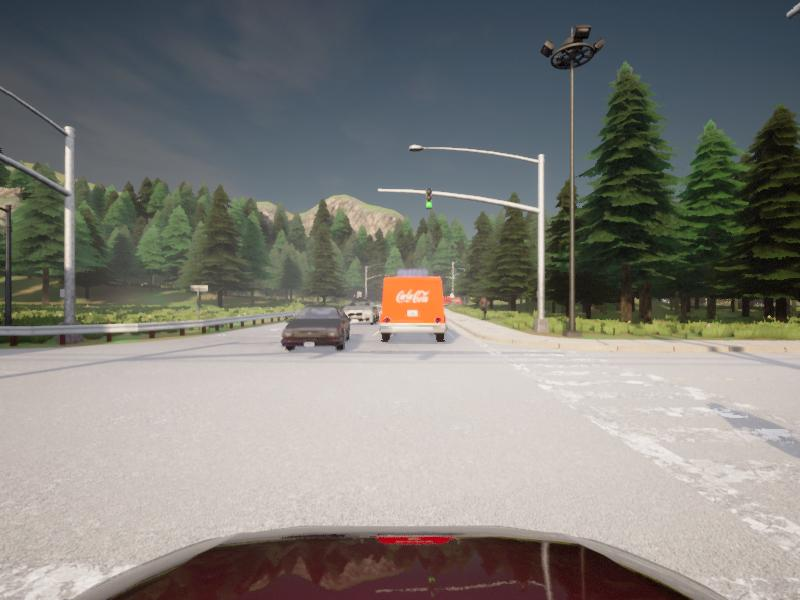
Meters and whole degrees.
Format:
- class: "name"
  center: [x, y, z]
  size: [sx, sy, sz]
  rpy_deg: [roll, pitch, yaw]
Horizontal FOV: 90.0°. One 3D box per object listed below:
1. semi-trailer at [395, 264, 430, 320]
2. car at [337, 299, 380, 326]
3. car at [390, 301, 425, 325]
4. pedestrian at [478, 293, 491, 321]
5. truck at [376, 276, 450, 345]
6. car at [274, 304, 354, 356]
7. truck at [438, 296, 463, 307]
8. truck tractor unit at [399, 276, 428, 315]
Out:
- class: "semi-trailer"
  center: [1.285, -0.617, 38.577]
  size: [2.717, 4.402, 14.254]
  rpy_deg: [0, 0, 2]
- class: "car"
  center: [-2.651, 0.758, 26.545]
  size: [2.242, 1.667, 4.611]
  rpy_deg: [0, 0, 2]
- class: "car"
  center: [0.629, 0.836, 28.352]
  size: [2.128, 1.511, 4.902]
  rpy_deg: [0, 0, 5]
- class: "pedestrian"
  center: [5.721, 0.485, 27.072]
  size: [0.751, 1.860, 0.751]
  rpy_deg: [0, 0, 3]
- class: "truck"
  center: [0.542, 0.359, 16.950]
  size: [2.627, 2.467, 5.204]
  rpy_deg: [0, 0, 2]
- class: "car"
  center: [-2.806, 0.901, 14.298]
  size: [2.033, 1.411, 5.357]
  rpy_deg: [0, 0, -4]
- class: "truck"
  center: [11.499, 0.357, 91.585]
  size: [5.204, 2.467, 2.627]
  rpy_deg: [0, 0, -35]
- class: "truck tractor unit"
  center: [1.624, -0.521, 46.483]
  size: [3.053, 4.208, 6.516]
  rpy_deg: [0, 0, 3]
